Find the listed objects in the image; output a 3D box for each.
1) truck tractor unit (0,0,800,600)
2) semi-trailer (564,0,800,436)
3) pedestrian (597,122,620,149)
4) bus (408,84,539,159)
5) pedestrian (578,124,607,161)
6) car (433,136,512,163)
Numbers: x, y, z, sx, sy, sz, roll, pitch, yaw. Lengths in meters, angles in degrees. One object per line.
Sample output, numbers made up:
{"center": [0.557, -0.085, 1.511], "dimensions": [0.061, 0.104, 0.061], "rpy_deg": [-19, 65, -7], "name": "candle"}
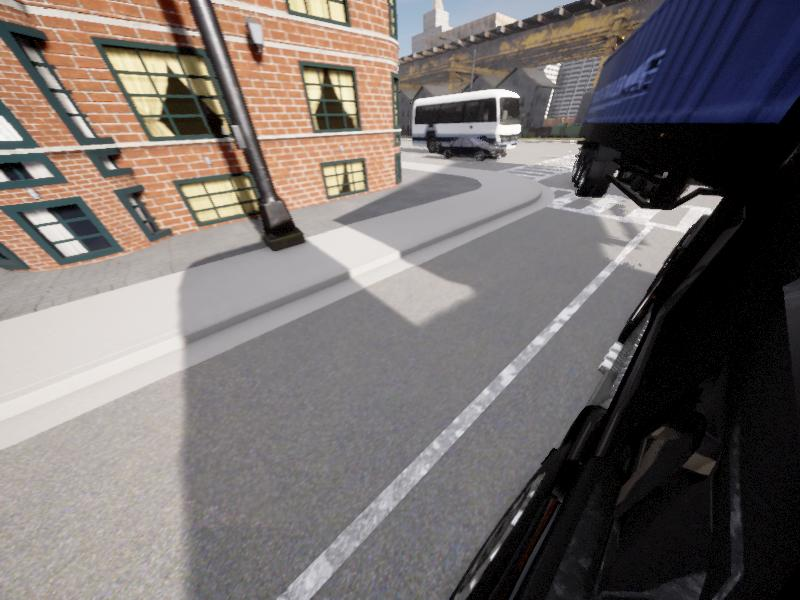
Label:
{"center": [2.645, -0.295, 0.351], "dimensions": [6.516, 4.208, 3.053], "rpy_deg": [-28, 44, -30], "name": "truck tractor unit"}
{"center": [6.769, -4.456, 5.492], "dimensions": [2.717, 4.402, 14.254], "rpy_deg": [16, 41, 21], "name": "semi-trailer"}
{"center": [18.124, -14.355, 20.150], "dimensions": [0.751, 1.860, 0.751], "rpy_deg": [28, 47, 35], "name": "pedestrian"}
{"center": [5.611, -15.677, 20.699], "dimensions": [3.944, 4.253, 10.273], "rpy_deg": [-28, 44, -30], "name": "bus"}
{"center": [12.150, -9.950, 14.621], "dimensions": [0.751, 1.860, 0.751], "rpy_deg": [17, 41, 24], "name": "pedestrian"}
{"center": [5.209, -11.435, 17.449], "dimensions": [2.033, 1.411, 5.357], "rpy_deg": [-28, 44, -30], "name": "car"}
